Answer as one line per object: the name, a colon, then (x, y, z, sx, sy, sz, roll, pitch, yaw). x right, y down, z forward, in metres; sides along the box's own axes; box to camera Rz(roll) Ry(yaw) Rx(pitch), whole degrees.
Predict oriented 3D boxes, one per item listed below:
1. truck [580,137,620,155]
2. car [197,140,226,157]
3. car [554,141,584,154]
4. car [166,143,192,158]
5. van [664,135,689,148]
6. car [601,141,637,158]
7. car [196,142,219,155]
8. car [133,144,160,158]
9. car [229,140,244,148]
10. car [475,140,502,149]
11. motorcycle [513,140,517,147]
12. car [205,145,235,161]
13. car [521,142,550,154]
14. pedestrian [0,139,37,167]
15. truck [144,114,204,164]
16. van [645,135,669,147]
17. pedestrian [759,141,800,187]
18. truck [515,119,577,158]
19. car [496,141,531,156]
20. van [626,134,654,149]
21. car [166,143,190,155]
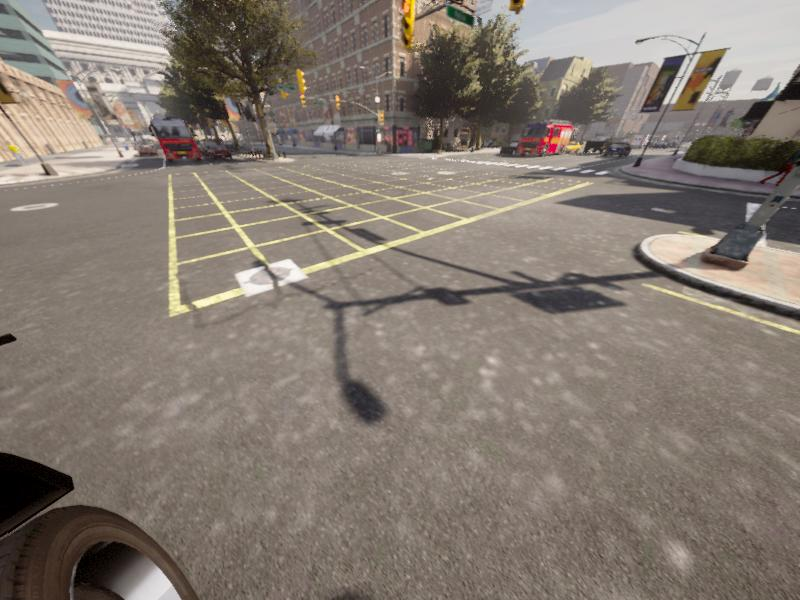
truck: (29.841, -23.008, 34.399, 6.274, 2.098, 2.390, -26, 43, -31)
car: (-25.636, -20.671, 31.401, 2.097, 1.767, 4.553, -26, 43, -31)
car: (26.217, -23.688, 35.803, 5.366, 1.575, 1.801, -26, 43, -31)
car: (-29.196, -19.855, 30.529, 1.970, 1.475, 3.806, -26, 43, -31)
van: (65.896, -37.899, 55.023, 6.366, 2.431, 2.351, -26, 43, -31)
car: (28.165, -19.368, 29.688, 4.856, 1.649, 2.033, -26, 43, -31)
car: (-29.401, -23.195, 35.225, 1.970, 1.475, 3.806, -25, 43, -31)
car: (-33.604, -19.927, 30.779, 1.895, 1.301, 4.718, -26, 43, -31)
car: (-39.113, -37.337, 55.109, 1.970, 1.475, 3.806, -25, 43, -31)
car: (19.255, -34.108, 50.497, 2.038, 1.542, 4.974, -25, 42, -31)
motorcycle: (27.397, -37.388, 55.093, 0.764, 1.277, 2.356, 4, 34, 22)
car: (-21.241, -17.371, 27.189, 1.895, 1.301, 4.718, -25, 43, -31)
car: (21.303, -23.900, 36.221, 4.674, 1.442, 1.812, -26, 43, -31)
pedestrian: (-30.763, -11.782, 18.546, 0.751, 1.860, 0.751, -25, 42, -30)
truck: (-24.326, -17.377, 25.018, 2.891, 3.827, 8.468, -26, 43, -31)
van: (63.593, -39.427, 57.172, 6.366, 2.431, 2.351, -26, 43, -31)
pedestrian: (19.000, -6.596, 11.234, 0.751, 1.860, 0.751, -18, 39, -24)
truck: (19.308, -21.272, 30.475, 8.468, 3.827, 2.891, -26, 43, -31)
car: (16.122, -21.483, 32.655, 5.238, 1.638, 1.930, -26, 43, -32)
van: (49.485, -32.621, 47.611, 6.366, 2.431, 2.351, -26, 43, -31)
car: (-33.405, -22.766, 34.717, 1.994, 1.385, 4.181, -26, 43, -32)
